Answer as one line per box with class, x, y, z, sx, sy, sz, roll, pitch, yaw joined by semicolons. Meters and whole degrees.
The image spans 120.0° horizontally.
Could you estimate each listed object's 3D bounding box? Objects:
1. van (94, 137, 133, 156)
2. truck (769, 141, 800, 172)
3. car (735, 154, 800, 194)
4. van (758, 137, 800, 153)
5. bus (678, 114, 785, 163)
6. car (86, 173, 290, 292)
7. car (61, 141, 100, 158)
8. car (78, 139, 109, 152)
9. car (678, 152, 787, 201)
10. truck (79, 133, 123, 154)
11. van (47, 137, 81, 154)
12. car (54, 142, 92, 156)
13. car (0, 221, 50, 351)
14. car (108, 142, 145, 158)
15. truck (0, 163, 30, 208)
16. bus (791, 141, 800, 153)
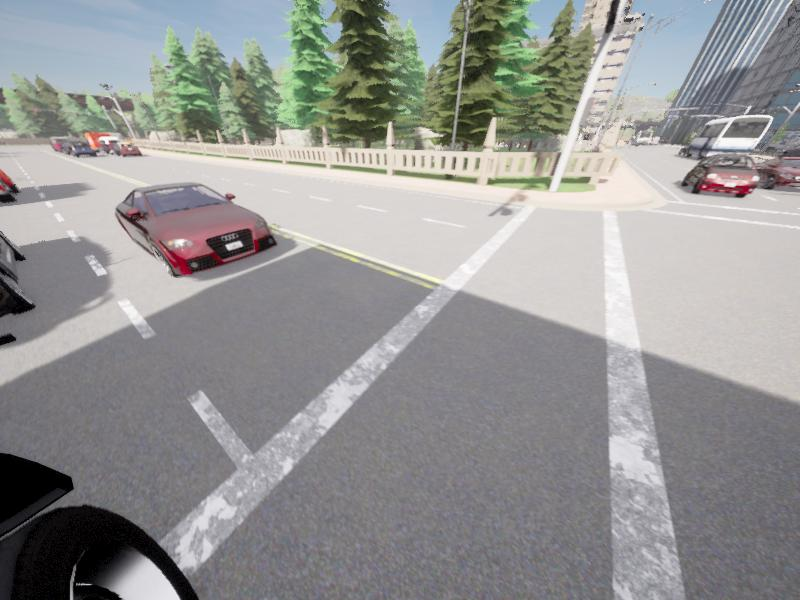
van;-39.956;-21.459;32.177;4.480;2.038;2.069;22;41;28
truck;35.745;-12.465;19.972;2.390;2.098;6.274;28;43;33
car;21.409;-7.041;12.762;1.812;1.442;4.674;22;41;28
van;75.776;-29.969;44.630;6.366;2.431;2.351;23;41;28
bus;40.062;-20.033;28.840;3.944;4.253;10.273;22;41;28
car;-4.862;-1.885;5.341;4.181;1.385;1.994;22;41;28
car;-39.318;-18.551;28.447;3.988;1.617;1.851;22;41;28
car;-51.773;-26.124;39.044;4.856;1.649;2.033;22;41;28
car;16.006;-6.266;11.486;1.851;1.617;3.988;24;42;30
truck;-45.631;-23.959;35.298;5.204;2.467;2.627;22;41;28
van;-50.661;-23.347;34.814;4.442;1.987;1.775;22;41;28
car;-44.849;-20.728;31.667;5.357;1.411;2.033;22;41;28
car;-7.574;-0.633;3.317;5.238;1.638;1.930;22;41;28
car;-34.844;-19.136;29.420;3.806;1.475;1.970;22;41;28
truck;-17.422;-5.001;8.705;5.204;2.467;2.627;22;41;28
bus;77.858;-27.284;39.270;10.273;4.253;3.944;23;41;28
